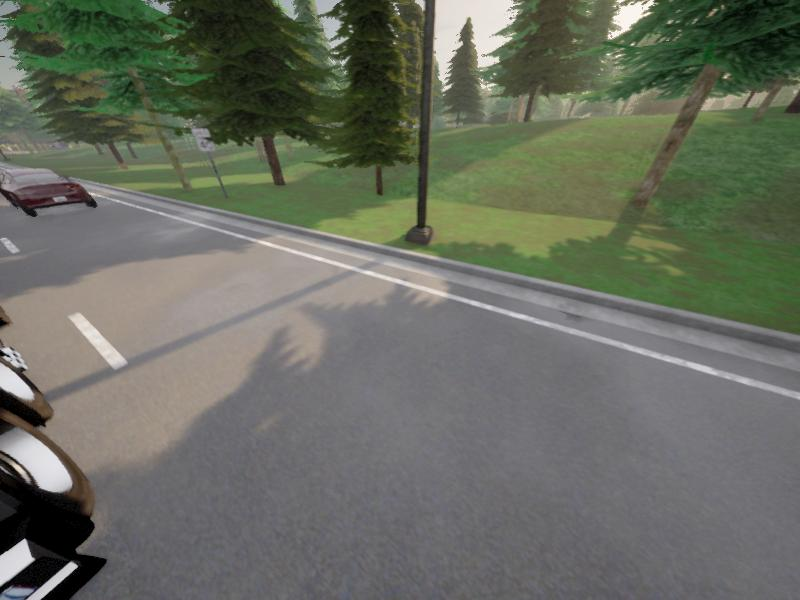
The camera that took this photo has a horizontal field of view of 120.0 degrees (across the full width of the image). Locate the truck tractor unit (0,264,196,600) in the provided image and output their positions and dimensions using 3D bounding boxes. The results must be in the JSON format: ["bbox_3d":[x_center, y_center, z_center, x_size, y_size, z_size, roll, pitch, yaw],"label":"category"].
[{"bbox_3d":[-5.113,-0.294,0.797,6.516,4.208,3.053,18,38,24],"label":"truck tractor unit"}]

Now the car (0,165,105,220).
[{"bbox_3d":[-14.723,-4.561,9.507,4.674,1.442,1.812,18,39,24],"label":"car"}]
